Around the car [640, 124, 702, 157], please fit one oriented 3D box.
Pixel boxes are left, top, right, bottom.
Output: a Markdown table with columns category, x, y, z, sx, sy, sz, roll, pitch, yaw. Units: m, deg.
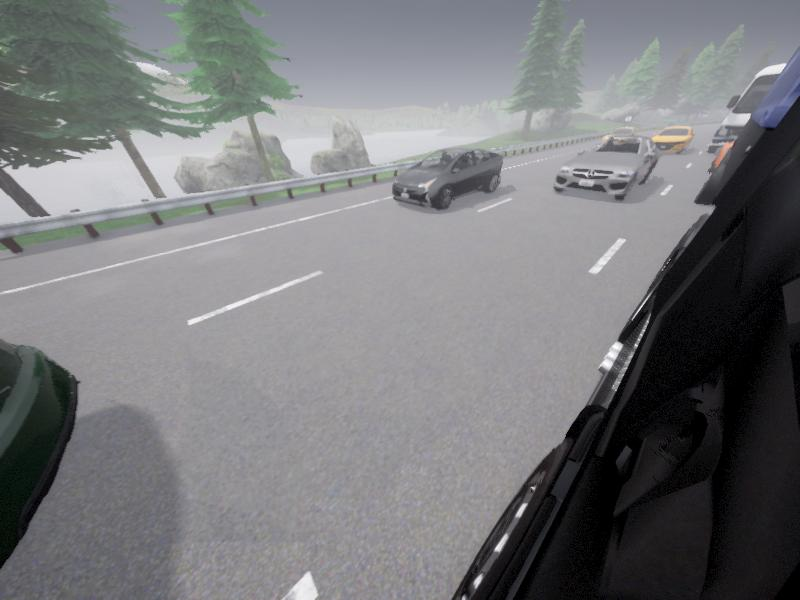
| category | x | y | z | sx | sy | sz | roll | pitch | yaw |
| --- | --- | --- | --- | --- | --- | --- | --- | --- | --- |
| car | 19.002 | -11.225 | 16.158 | 5.008 | 1.535 | 1.882 | -29 | 44 | -31 |

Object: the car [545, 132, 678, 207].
| category | x | y | z | sx | sy | sz | roll | pitch | yaw |
| --- | --- | --- | --- | --- | --- | --- | --- | --- | --- |
| car | 7.821 | -5.015 | 8.495 | 5.027 | 1.651 | 2.152 | -29 | 44 | -31 |

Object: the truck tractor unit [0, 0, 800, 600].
| category | x | y | z | sx | sy | sz | roll | pitch | yaw |
| --- | --- | --- | --- | --- | --- | --- | --- | --- | --- |
| truck tractor unit | 2.645 | -0.295 | 0.352 | 6.516 | 4.208 | 3.053 | -28 | 44 | -30 |

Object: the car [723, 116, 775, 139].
| category | x | y | z | sx | sy | sz | roll | pitch | yaw |
| --- | --- | --- | --- | --- | --- | --- | --- | --- | --- |
| car | 34.982 | -17.348 | 23.235 | 4.611 | 1.667 | 2.242 | -29 | 44 | -30 |

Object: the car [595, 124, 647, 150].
| category | x | y | z | sx | sy | sz | roll | pitch | yaw |
| --- | --- | --- | --- | --- | --- | --- | --- | --- | --- |
| car | 19.189 | -14.150 | 20.004 | 5.366 | 1.575 | 1.801 | -29 | 44 | -31 |

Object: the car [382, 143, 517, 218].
| category | x | y | z | sx | sy | sz | roll | pitch | yaw |
| --- | --- | --- | --- | --- | --- | --- | --- | --- | --- |
| car | 1.831 | -4.434 | 8.160 | 4.514 | 1.525 | 2.007 | -29 | 44 | -31 |

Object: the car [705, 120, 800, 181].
| category | x | y | z | sx | sy | sz | roll | pitch | yaw |
| --- | --- | --- | --- | --- | --- | --- | --- | --- | --- |
| car | 15.546 | -6.583 | 9.972 | 4.553 | 1.767 | 2.097 | -29 | 44 | -31 |

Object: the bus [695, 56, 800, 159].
| category | x | y | z | sx | sy | sz | roll | pitch | yaw |
| --- | --- | --- | --- | --- | --- | --- | --- | --- | --- |
| bus | 23.933 | -12.192 | 14.888 | 10.273 | 4.253 | 3.944 | -29 | 44 | -31 |

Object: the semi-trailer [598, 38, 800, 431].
| category | x | y | z | sx | sy | sz | roll | pitch | yaw |
| --- | --- | --- | --- | --- | --- | --- | --- | --- | --- |
| semi-trailer | 8.671 | -3.622 | 4.257 | 14.254 | 4.402 | 2.717 | -28 | 44 | -30 |
